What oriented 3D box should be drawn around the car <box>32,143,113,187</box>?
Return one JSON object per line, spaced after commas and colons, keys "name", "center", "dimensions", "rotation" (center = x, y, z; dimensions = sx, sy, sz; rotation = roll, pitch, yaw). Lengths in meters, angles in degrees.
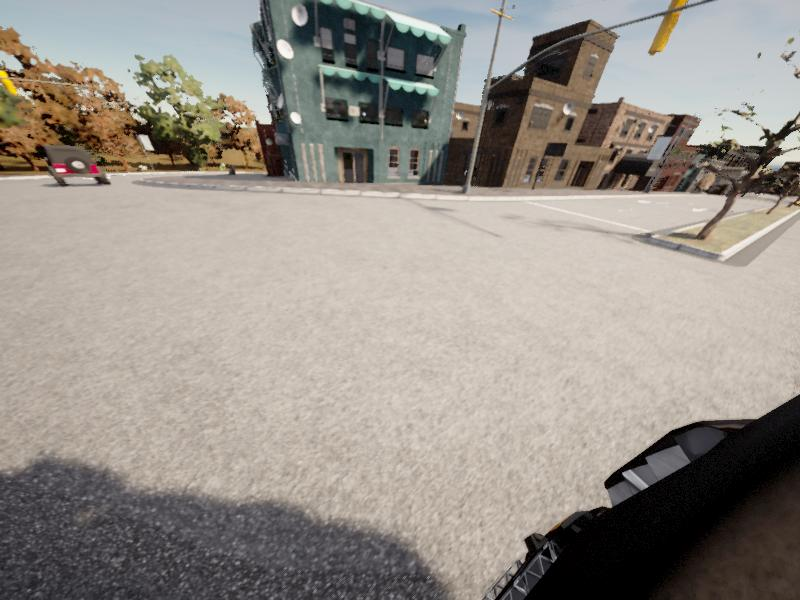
{"name": "car", "center": [-18.767, -7.690, 13.291], "dimensions": [3.866, 1.878, 1.905], "rotation": [20, 35, 31]}
